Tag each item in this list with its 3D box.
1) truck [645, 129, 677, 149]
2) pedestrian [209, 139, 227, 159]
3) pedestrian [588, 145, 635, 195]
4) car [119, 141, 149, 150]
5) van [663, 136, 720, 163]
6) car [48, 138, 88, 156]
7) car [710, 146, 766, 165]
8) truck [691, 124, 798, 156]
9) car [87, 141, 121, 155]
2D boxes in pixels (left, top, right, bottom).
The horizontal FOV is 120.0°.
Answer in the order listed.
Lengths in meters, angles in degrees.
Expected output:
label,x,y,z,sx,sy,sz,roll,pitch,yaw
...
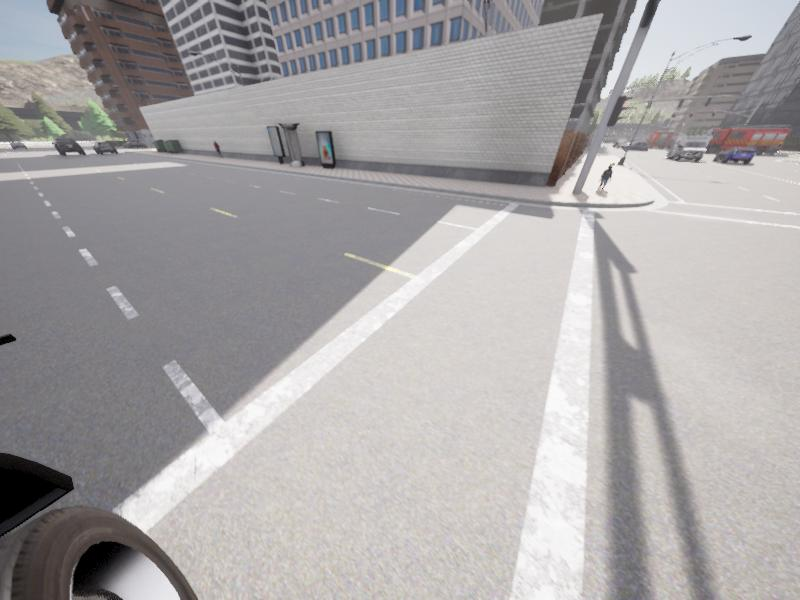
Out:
label,x,y,z,sx,sy,sz,roll,pitch,yaw
truck,64.388,-39.930,57.343,2.891,3.827,8.468,22,41,28
pedestrian,-20.233,-16.756,25.660,0.751,1.860,0.751,25,42,30
pedestrian,9.237,-5.725,10.191,0.751,1.860,0.751,17,39,23
car,-57.720,-33.637,50.149,1.789,1.549,3.705,22,41,28
van,34.123,-17.917,27.323,2.351,2.431,6.366,23,41,28
car,-47.626,-21.960,33.122,5.566,2.045,2.150,22,41,28
car,35.954,-15.555,24.763,2.007,1.525,4.514,23,41,29
truck,54.696,-25.783,37.287,8.468,3.827,2.891,21,40,27
car,-45.554,-23.422,35.544,4.856,1.649,2.033,22,41,28
